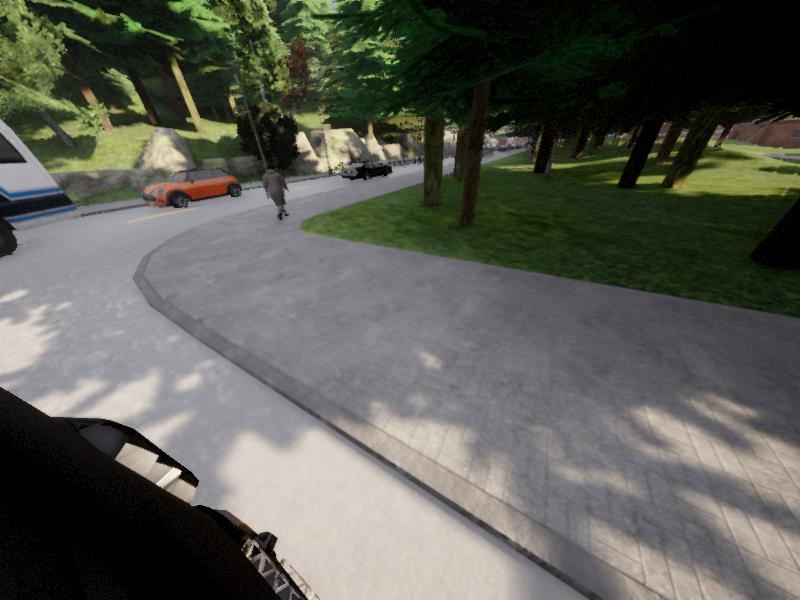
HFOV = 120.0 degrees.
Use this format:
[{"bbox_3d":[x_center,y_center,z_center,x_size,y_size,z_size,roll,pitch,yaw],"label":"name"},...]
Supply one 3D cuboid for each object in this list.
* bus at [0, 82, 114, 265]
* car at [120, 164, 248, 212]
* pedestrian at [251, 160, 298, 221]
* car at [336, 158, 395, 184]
[{"bbox_3d":[-12.451,-1.657,3.583,3.944,4.253,10.273,-10,34,-8],"label":"bus"},{"bbox_3d":[-11.676,-6.464,13.027,2.097,1.767,4.553,12,36,21],"label":"car"},{"bbox_3d":[-4.426,-3.902,8.303,0.751,1.860,0.751,-2,33,1],"label":"pedestrian"},{"bbox_3d":[-2.752,-11.180,19.846,2.033,1.411,5.357,16,38,26],"label":"car"}]
